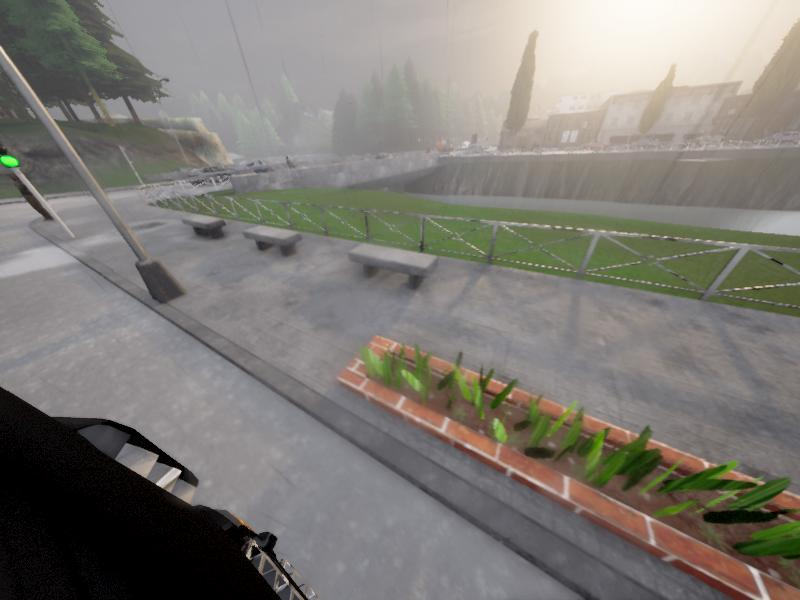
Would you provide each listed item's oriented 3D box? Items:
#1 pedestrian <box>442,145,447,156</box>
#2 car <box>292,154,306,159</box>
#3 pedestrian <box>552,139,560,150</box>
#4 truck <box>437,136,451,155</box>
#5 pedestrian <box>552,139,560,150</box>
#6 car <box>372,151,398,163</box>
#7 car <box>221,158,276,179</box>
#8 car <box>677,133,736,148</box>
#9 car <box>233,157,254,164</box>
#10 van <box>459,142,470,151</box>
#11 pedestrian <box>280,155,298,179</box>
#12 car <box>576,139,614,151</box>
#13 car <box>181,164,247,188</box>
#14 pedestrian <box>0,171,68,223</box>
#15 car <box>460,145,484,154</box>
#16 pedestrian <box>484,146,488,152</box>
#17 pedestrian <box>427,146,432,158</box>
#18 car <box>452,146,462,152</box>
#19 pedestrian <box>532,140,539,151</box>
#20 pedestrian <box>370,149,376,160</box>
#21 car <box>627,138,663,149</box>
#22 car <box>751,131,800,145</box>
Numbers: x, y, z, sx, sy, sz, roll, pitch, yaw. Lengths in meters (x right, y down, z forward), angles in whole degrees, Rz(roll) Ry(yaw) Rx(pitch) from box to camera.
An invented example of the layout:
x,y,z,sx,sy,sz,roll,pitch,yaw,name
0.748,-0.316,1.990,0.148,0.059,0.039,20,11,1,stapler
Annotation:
x,y,z,sx,sy,sz,roll,pitch,yaw,name
9.137,-30.560,47.298,0.751,1.860,0.751,24,42,34,pedestrian
-39.779,-56.846,91.257,1.837,1.490,4.892,16,38,26,car
32.567,-32.347,48.136,0.751,1.860,0.751,6,35,13,pedestrian
11.287,-40.146,59.997,2.891,3.827,8.468,2,34,7,truck
32.777,-32.660,48.590,0.751,1.860,0.751,23,42,33,pedestrian
-2.610,-25.762,41.536,2.038,1.542,4.974,16,38,26,car
-17.508,-15.419,27.026,2.242,1.667,4.611,16,38,26,car
49.608,-25.918,37.550,5.238,1.638,1.930,16,38,26,car
-48.652,-43.554,71.985,2.163,1.488,4.792,16,38,26,car
23.684,-56.826,85.242,1.988,2.561,5.915,16,38,26,van
-10.315,-12.414,21.520,0.751,1.860,0.751,16,38,26,pedestrian
36.918,-29.505,43.965,5.027,1.651,2.152,16,38,26,car
-16.871,-11.469,21.212,1.816,1.474,4.193,15,38,25,car
-15.596,-4.310,9.739,0.751,1.860,0.751,-2,34,2,pedestrian
16.860,-35.156,54.044,4.856,1.649,2.033,15,38,25,car
21.784,-38.287,58.454,0.751,1.300,0.751,10,36,19,pedestrian
5.641,-28.607,44.637,0.751,1.860,0.751,15,37,25,pedestrian
19.580,-52.242,79.689,2.007,1.525,4.514,16,38,26,car
29.757,-33.925,50.732,0.751,1.860,0.751,-25,39,-29,pedestrian
-5.628,-30.551,48.450,0.751,1.860,0.751,-27,41,-32,pedestrian
43.207,-27.664,40.830,3.806,1.475,1.970,16,38,26,car
56.211,-23.979,34.260,3.806,1.475,1.970,16,38,26,car
